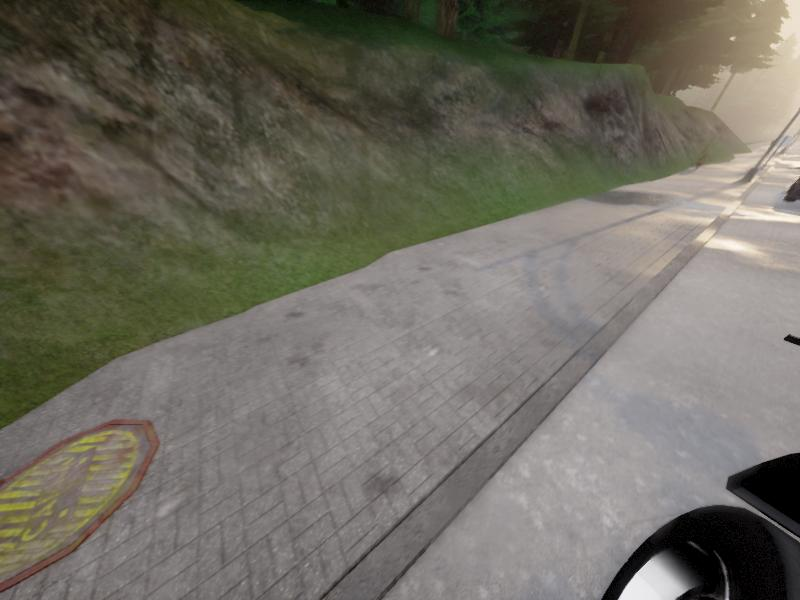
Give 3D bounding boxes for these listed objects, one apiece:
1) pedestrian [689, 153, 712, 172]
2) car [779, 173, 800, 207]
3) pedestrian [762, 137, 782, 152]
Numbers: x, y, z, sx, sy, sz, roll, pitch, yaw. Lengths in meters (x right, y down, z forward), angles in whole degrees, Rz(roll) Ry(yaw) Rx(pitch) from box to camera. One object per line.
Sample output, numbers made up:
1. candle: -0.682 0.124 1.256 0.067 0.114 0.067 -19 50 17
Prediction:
1. pedestrian: 21.190 -9.679 16.283 0.500 1.100 0.500 -24 41 -29
2. car: 17.511 -4.688 8.966 4.611 1.667 2.242 -22 41 -28
3. pedestrian: 57.500 -24.043 35.696 0.751 1.860 0.751 -27 43 -32
